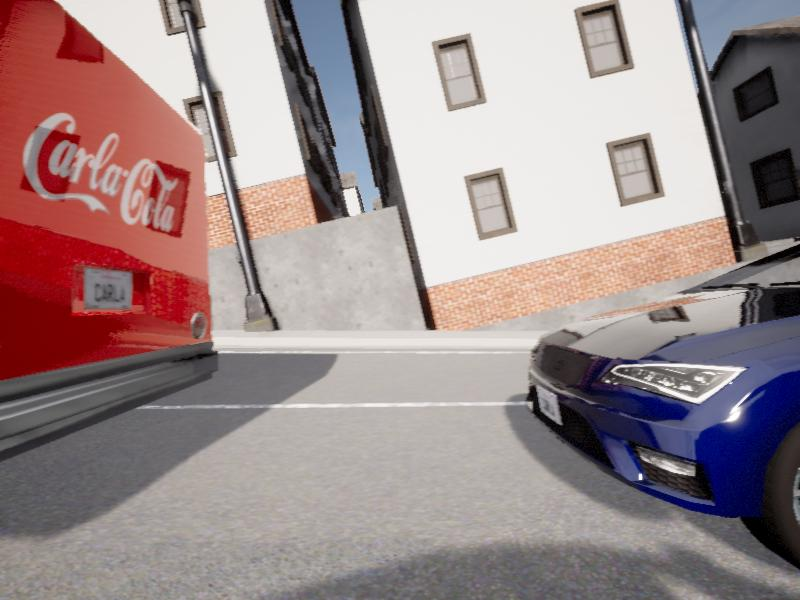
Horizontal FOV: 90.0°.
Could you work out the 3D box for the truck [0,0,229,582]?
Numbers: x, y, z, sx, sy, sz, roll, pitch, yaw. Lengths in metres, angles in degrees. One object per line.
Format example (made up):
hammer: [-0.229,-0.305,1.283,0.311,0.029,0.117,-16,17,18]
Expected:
truck: [-4.110,-0.165,2.206,5.204,2.467,2.627,0,-1,0]

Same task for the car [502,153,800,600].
car: [2.892,0.261,2.198,4.193,1.474,1.816,0,0,0]
